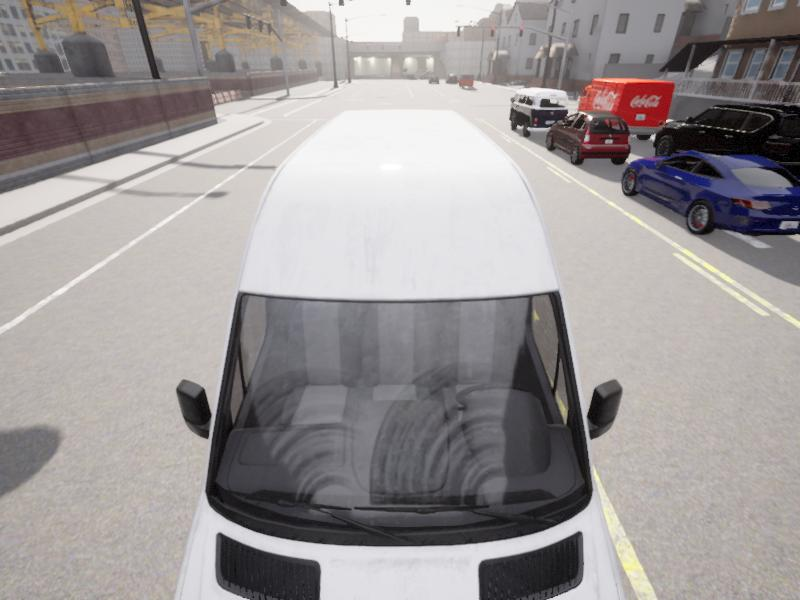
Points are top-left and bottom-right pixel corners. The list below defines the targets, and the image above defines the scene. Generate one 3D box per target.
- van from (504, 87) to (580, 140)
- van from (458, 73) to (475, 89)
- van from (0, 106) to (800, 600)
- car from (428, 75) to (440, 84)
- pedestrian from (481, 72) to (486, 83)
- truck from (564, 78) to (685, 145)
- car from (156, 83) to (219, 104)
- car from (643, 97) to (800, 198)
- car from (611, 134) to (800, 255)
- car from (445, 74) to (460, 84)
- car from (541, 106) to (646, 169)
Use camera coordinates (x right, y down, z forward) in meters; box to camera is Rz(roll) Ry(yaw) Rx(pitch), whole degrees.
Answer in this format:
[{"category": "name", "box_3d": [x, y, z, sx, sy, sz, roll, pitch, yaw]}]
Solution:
[{"category": "van", "box_3d": [6.899, -9.473, 20.117, 2.069, 2.038, 4.480, 0, 30, 0]}, {"category": "van", "box_3d": [10.180, -33.820, 61.731, 1.775, 1.987, 4.442, 0, 30, 0]}, {"category": "van", "box_3d": [-0.009, -0.032, 3.534, 1.988, 2.561, 5.915, 0, 30, 0]}, {"category": "car", "box_3d": [6.596, -42.855, 77.701, 2.007, 1.525, 4.514, 0, 30, 0]}, {"category": "pedestrian", "box_3d": [15.660, -41.749, 75.023, 0.751, 1.860, 0.751, -1, 30, -2]}, {"category": "truck", "box_3d": [10.281, -9.138, 19.107, 2.627, 2.467, 5.204, 0, 30, 1]}, {"category": "car", "box_3d": [-20.434, -20.067, 38.771, 2.038, 1.542, 4.974, 15, 34, 24]}, {"category": "car", "box_3d": [10.417, -4.982, 12.428, 2.150, 2.045, 5.566, 0, 30, 0]}, {"category": "car", "box_3d": [6.948, -2.644, 9.048, 1.812, 1.442, 4.674, 0, 30, 0]}, {"category": "car", "box_3d": [10.096, -42.817, 77.532, 2.242, 1.667, 4.611, 0, 30, 0]}, {"category": "car", "box_3d": [6.928, -6.182, 14.928, 1.851, 1.617, 3.988, 0, 30, 0]}]
